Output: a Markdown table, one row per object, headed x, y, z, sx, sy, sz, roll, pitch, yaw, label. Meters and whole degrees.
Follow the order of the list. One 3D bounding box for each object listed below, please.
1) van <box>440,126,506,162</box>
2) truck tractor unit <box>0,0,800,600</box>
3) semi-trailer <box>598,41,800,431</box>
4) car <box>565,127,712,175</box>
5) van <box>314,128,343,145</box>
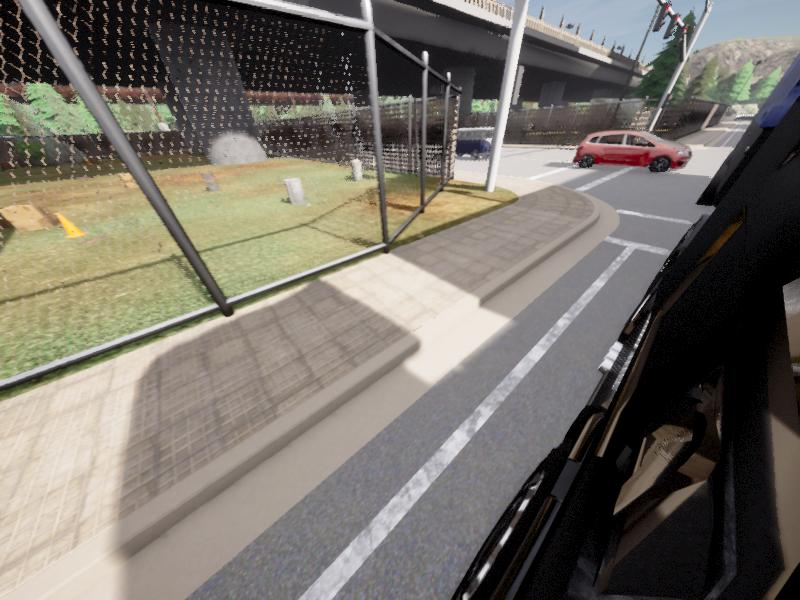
| x | y | z | sx | sy | sz | roll | pitch | yaw | label |
| --- | --- | --- | --- | --- | --- | --- | --- | --- | --- |
| 5.396 | -12.088 | 17.870 | 1.775 | 1.987 | 4.442 | -28 | 44 | -30 | van |
| 2.645 | -0.295 | 0.351 | 6.516 | 4.208 | 3.053 | -28 | 44 | -30 | truck tractor unit |
| 8.700 | -3.593 | 4.242 | 14.254 | 4.402 | 2.717 | -28 | 44 | -30 | semi-trailer |
| 11.740 | -7.663 | 11.792 | 2.242 | 1.667 | 4.611 | -28 | 43 | -30 | car |
| -14.023 | -31.980 | 45.273 | 2.351 | 2.431 | 6.366 | -28 | 44 | -30 | van |
